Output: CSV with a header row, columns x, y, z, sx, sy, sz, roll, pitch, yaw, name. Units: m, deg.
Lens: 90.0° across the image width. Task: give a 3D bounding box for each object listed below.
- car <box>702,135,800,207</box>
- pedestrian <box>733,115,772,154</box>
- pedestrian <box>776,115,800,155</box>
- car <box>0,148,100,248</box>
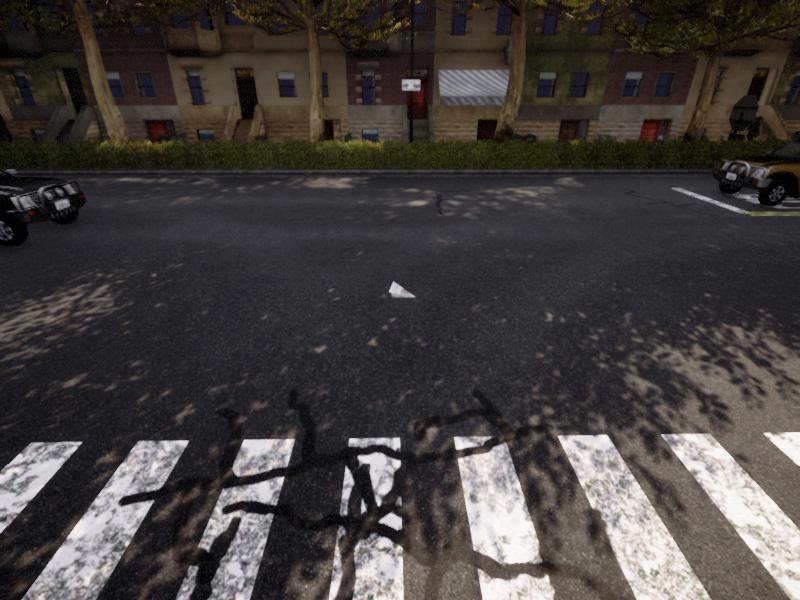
x,y,z,sx,sy,sz,roll,pitch,yaw,name
12.676,-4.068,12.461,4.605,1.855,1.932,0,27,-1,car
18.869,-8.869,21.434,0.751,1.860,0.751,0,27,-1,pedestrian
20.833,-8.658,21.020,0.751,1.860,0.751,-7,28,-14,pedestrian
-10.219,-2.403,9.255,4.605,1.855,1.932,-1,27,-1,car
